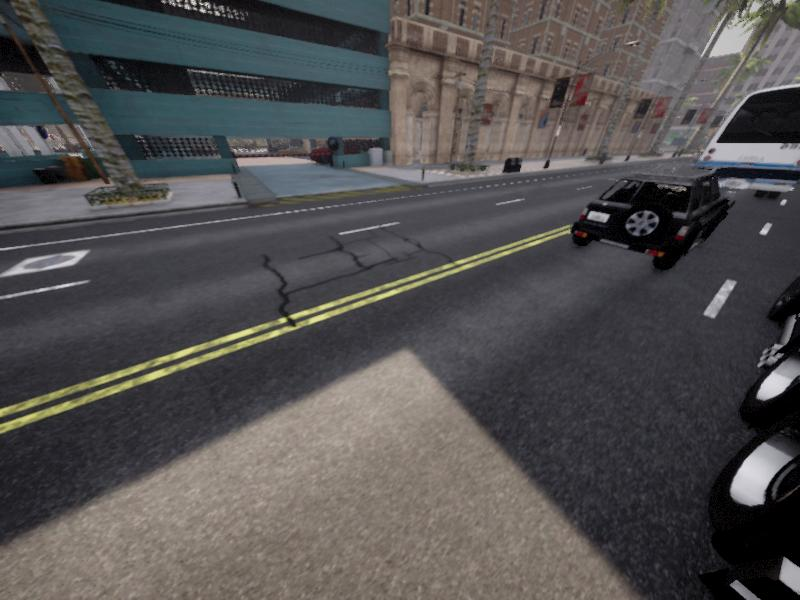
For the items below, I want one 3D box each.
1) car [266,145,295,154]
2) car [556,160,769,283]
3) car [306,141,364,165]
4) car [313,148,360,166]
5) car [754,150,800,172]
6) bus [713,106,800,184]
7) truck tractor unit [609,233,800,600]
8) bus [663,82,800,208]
[{"bbox_3d":[-24.106,-30.534,46.741,4.786,1.482,2.161,-20,40,-27],"label":"car"},{"bbox_3d":[6.455,-2.262,5.737,4.605,1.855,1.932,-20,39,-27],"label":"car"},{"bbox_3d":[-7.210,-16.660,26.045,5.566,2.045,2.435,-20,40,-27],"label":"car"},{"bbox_3d":[-7.163,-16.356,26.294,4.514,1.523,2.007,-20,40,-27],"label":"car"},{"bbox_3d":[38.747,-14.154,23.443,5.027,1.651,2.152,-20,40,-27],"label":"car"},{"bbox_3d":[30.360,-12.197,18.228,10.273,4.253,3.944,-20,40,-27],"label":"bus"},{"bbox_3d":[5.053,-0.350,0.873,6.516,4.208,3.053,-20,39,-27],"label":"truck tractor unit"},{"bbox_3d":[19.820,-8.279,12.469,10.273,4.253,3.944,-20,40,-27],"label":"bus"}]
